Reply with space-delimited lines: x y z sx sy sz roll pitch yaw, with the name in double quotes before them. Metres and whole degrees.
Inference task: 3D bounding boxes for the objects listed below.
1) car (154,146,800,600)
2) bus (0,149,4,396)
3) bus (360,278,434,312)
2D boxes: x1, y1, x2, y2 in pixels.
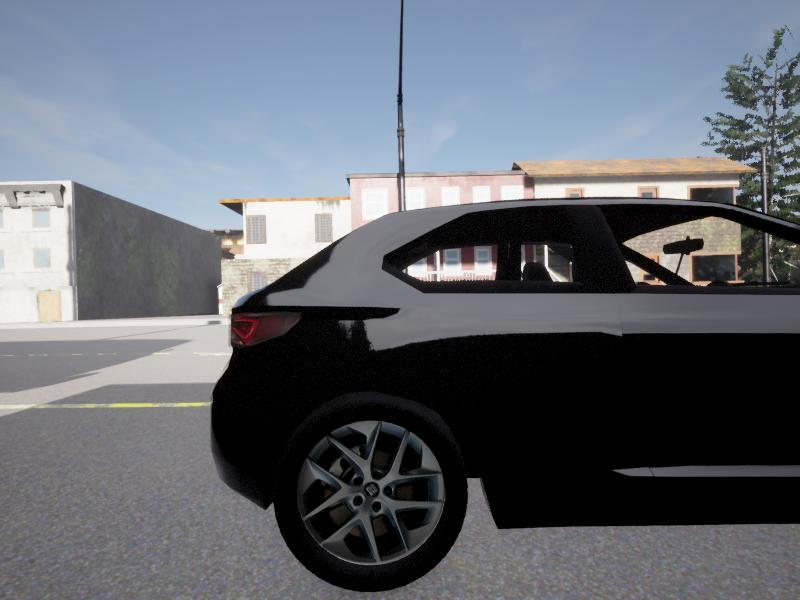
"car" 1.305 0.254 2.205 4.193 1.474 1.816 0 0 -1
"bus" -9.263 -1.052 2.095 10.273 4.253 3.944 -1 0 -1
"bus" -0.602 -0.527 54.478 3.944 4.253 10.273 -2 0 -44
